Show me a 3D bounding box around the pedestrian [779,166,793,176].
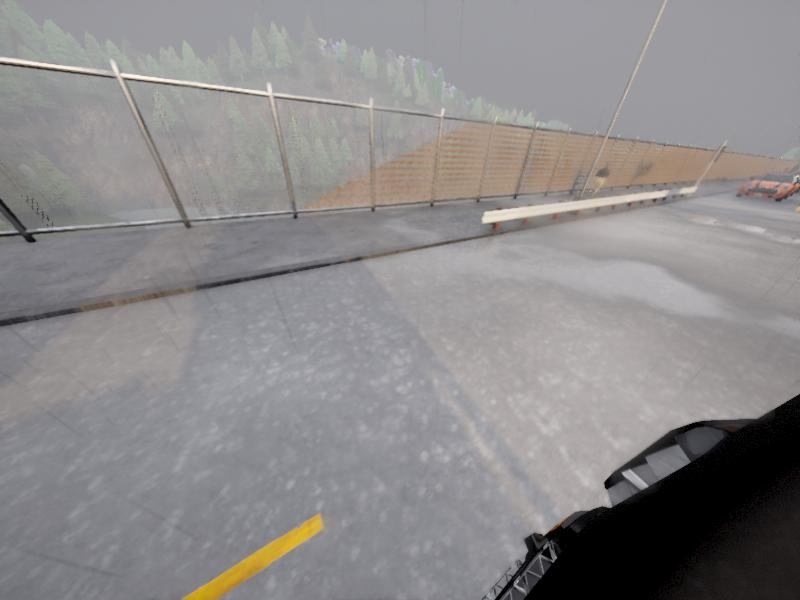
[{"bbox_3d":[85.726,-28.541,51.277,0.751,1.860,0.751,-15,38,-25],"label":"pedestrian"}]

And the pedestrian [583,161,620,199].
[{"bbox_3d":[11.621,-6.955,13.382,0.751,1.860,0.751,-15,37,-25],"label":"pedestrian"}]

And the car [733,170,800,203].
[{"bbox_3d":[27.776,-8.577,17.273,4.553,1.767,2.097,-16,38,-26],"label":"car"}]

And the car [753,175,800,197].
[{"bbox_3d":[34.096,-10.237,20.617,4.181,1.385,1.994,-16,38,-26],"label":"car"}]
